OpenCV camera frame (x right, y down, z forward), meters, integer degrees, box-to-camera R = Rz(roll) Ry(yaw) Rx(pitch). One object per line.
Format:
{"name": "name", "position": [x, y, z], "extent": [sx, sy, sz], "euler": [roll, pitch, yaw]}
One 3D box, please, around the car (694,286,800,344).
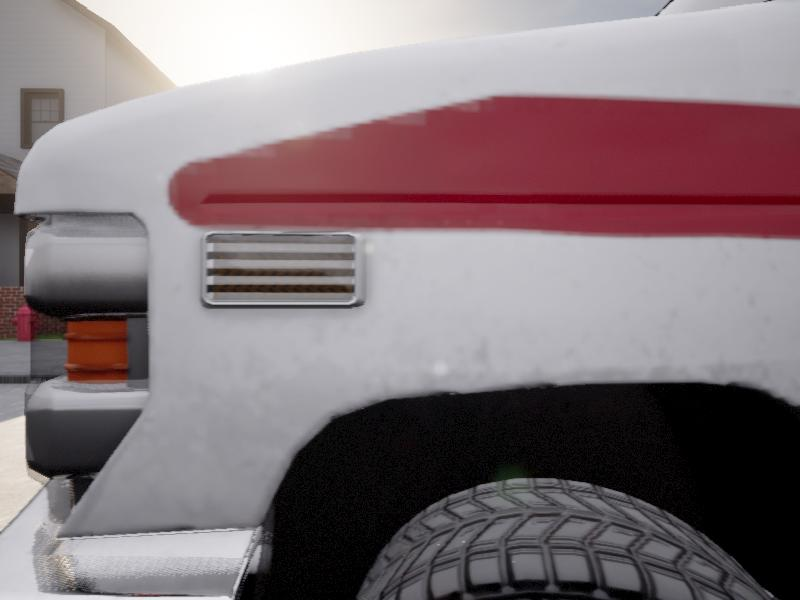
{"name": "car", "position": [10.028, 0.344, 10.048], "extent": [1.895, 1.301, 4.718], "euler": [0, 0, 1]}

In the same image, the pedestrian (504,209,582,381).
{"name": "pedestrian", "position": [1.661, -0.054, 4.767], "extent": [0.751, 1.860, 0.751], "euler": [0, 0, 9]}

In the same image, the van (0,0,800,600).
{"name": "van", "position": [2.512, -0.222, 1.614], "extent": [6.366, 2.431, 2.351], "euler": [0, 0, -7]}
